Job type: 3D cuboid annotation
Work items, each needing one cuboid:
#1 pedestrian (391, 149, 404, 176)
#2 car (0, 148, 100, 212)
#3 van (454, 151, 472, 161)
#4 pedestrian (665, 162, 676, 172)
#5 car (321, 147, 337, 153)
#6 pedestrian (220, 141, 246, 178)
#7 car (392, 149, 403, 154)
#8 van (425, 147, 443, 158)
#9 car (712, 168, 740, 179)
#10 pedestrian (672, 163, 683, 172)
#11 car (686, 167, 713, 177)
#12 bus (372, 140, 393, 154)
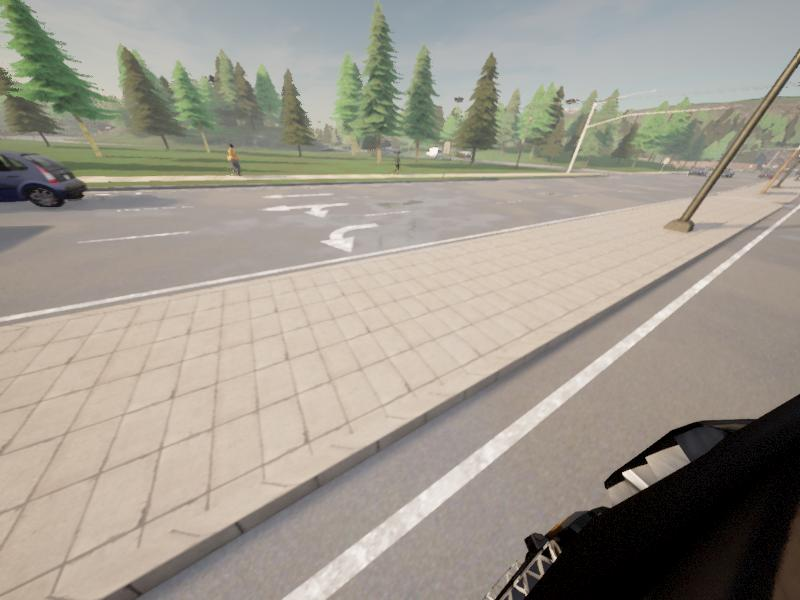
[{"bbox_3d":[-0.223,-11.571,19.493,0.751,1.860,0.751,-15,37,-25],"label":"pedestrian"},{"bbox_3d":[-13.143,-3.754,7.189,3.988,1.617,1.851,-16,38,-27],"label":"car"},{"bbox_3d":[17.977,-41.108,65.836,2.069,2.038,4.480,-16,38,-26],"label":"van"},{"bbox_3d":[60.346,-29.594,51.522,0.751,1.860,0.751,-17,38,-27],"label":"pedestrian"},{"bbox_3d":[-21.297,-44.932,69.214,1.895,1.301,4.718,18,36,21],"label":"car"},{"bbox_3d":[-10.316,-8.653,14.281,0.751,1.860,0.751,-19,39,-30],"label":"pedestrian"},{"bbox_3d":[-1.162,-59.900,93.167,1.930,1.638,5.238,-16,38,-26],"label":"car"},{"bbox_3d":[10.330,-45.076,70.750,1.988,2.561,5.915,-16,38,-26],"label":"van"},{"bbox_3d":[62.661,-24.403,44.390,4.856,1.649,2.033,-17,38,-27],"label":"car"},{"bbox_3d":[64.173,-30.684,53.473,0.751,1.860,0.751,-16,38,-26],"label":"pedestrian"},{"bbox_3d":[60.420,-25.933,46.621,4.974,1.542,2.038,-17,38,-27],"label":"car"},{"bbox_3d":[-6.989,-58.979,88.934,3.944,4.253,10.273,-16,38,-26],"label":"bus"}]
